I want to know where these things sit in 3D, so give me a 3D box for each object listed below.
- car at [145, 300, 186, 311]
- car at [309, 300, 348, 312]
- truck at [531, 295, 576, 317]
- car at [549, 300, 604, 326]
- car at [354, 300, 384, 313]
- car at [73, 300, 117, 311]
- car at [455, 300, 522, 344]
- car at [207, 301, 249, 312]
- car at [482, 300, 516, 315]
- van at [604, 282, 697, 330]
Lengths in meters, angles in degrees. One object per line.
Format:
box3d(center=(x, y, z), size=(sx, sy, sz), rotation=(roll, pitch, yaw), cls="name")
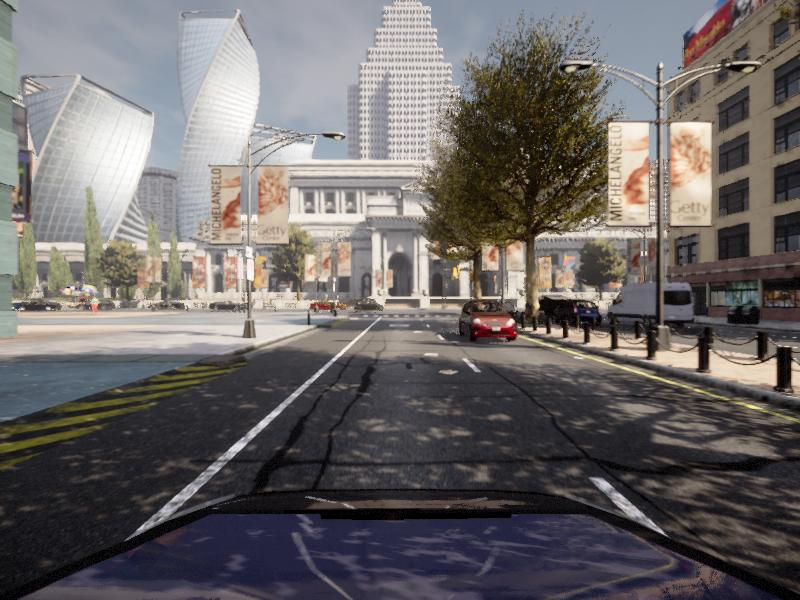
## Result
box3d(center=(-36.208, 0.786, 61.906), size=(5.238, 1.638, 1.930), rotation=(0, 0, 1), cls="car")
box3d(center=(-9.804, 0.835, 54.864), size=(5.008, 1.535, 1.882), rotation=(0, 0, 0), cls="car")
box3d(center=(15.250, 0.552, 40.221), size=(2.390, 2.098, 6.274), rotation=(0, 0, 3), cls="truck")
box3d(center=(11.481, 0.794, 26.293), size=(1.851, 1.617, 3.988), rotation=(0, 0, 0), cls="car")
box3d(center=(-3.977, 0.824, 51.342), size=(3.705, 1.549, 1.789), rotation=(0, 0, 0), cls="car")
box3d(center=(-46.268, 0.783, 60.818), size=(4.856, 1.649, 2.033), rotation=(0, 0, -14), cls="car")
box3d(center=(3.484, 0.792, 16.441), size=(1.851, 1.617, 3.988), rotation=(0, 0, 0), cls="car")
box3d(center=(-23.530, 0.848, 54.899), size=(4.902, 1.511, 2.128), rotation=(0, 0, 0), cls="car")
box3d(center=(11.131, 0.791, 45.340), size=(2.152, 1.651, 5.027), rotation=(0, 0, -7), cls="car")
box3d(center=(14.984, 0.327, 24.479), size=(1.988, 2.561, 5.915), rotation=(0, 0, 0), cls="van")
